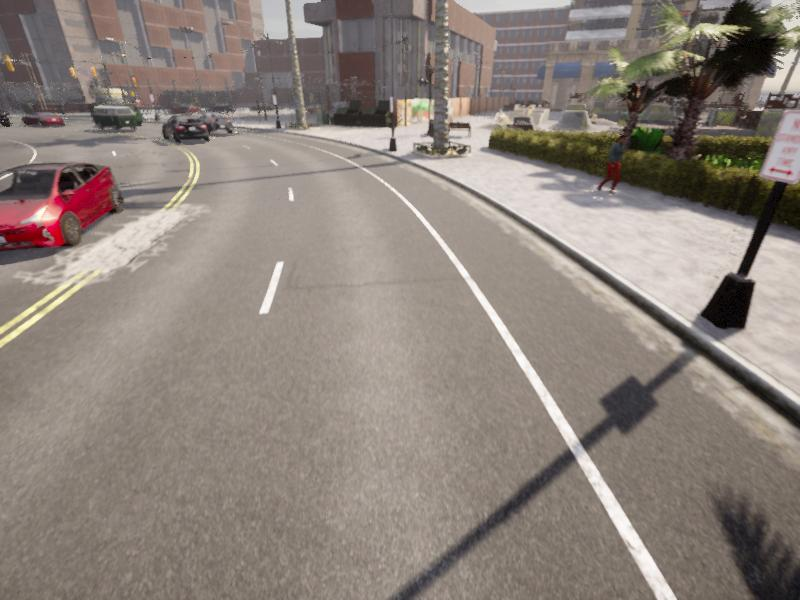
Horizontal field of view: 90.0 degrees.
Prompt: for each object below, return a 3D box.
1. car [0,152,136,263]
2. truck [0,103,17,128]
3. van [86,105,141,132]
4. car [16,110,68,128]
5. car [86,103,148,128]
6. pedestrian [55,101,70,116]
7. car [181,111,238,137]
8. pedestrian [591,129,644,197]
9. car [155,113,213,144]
[{"bbox_3d":[-8.409,-2.432,9.598,2.007,1.525,4.514,-6,28,-12],"label":"car"},{"bbox_3d":[-40.729,-17.816,38.635,6.274,2.098,2.390,11,29,21],"label":"truck"},{"bbox_3d":[-25.489,-16.156,35.590,4.442,1.987,1.775,16,31,28],"label":"van"},{"bbox_3d":[-36.082,-18.271,40.324,4.181,1.385,1.994,12,30,21],"label":"car"},{"bbox_3d":[-28.670,-18.779,40.592,5.566,2.045,2.150,13,30,23],"label":"car"},{"bbox_3d":[-45.791,-25.955,54.237,0.751,1.860,0.751,10,29,19],"label":"pedestrian"},{"bbox_3d":[-15.819,-14.669,33.143,5.027,1.651,2.152,24,36,38],"label":"car"},{"bbox_3d":[6.693,-4.245,12.405,0.751,1.860,0.751,-5,28,-10],"label":"pedestrian"},{"bbox_3d":[-15.295,-12.184,28.284,2.242,1.667,4.611,-21,34,-35],"label":"car"}]
